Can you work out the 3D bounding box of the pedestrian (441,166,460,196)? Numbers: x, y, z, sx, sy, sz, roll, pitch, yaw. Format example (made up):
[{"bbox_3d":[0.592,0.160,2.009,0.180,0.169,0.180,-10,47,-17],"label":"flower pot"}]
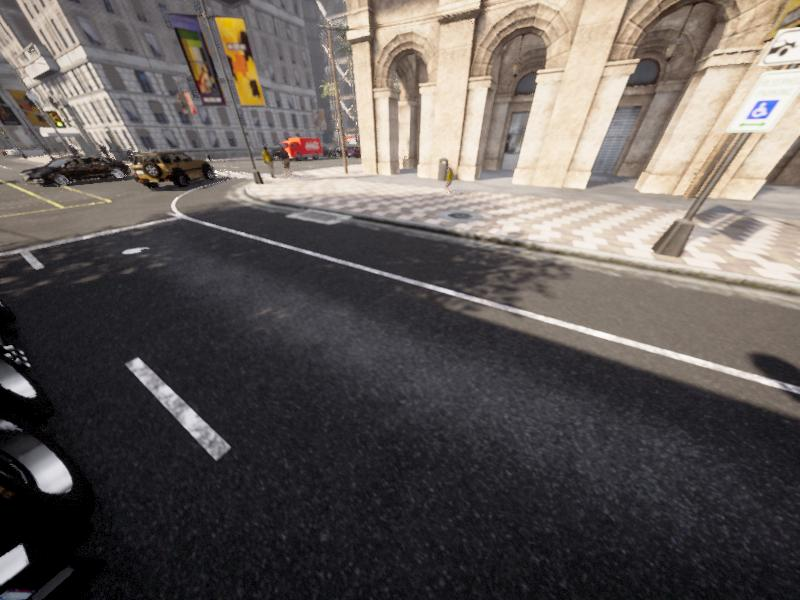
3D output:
[{"bbox_3d":[2.260,-5.370,10.421,0.500,1.100,0.500,27,43,34],"label":"pedestrian"}]

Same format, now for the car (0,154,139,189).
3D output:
[{"bbox_3d":[-21.105,-8.559,15.167,1.837,1.490,4.892,7,36,12],"label":"car"}]

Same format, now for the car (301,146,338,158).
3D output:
[{"bbox_3d":[-12.664,-23.550,36.710,2.033,1.411,5.357,18,39,24],"label":"car"}]

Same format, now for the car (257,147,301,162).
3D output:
[{"bbox_3d":[-16.304,-19.932,31.458,1.837,1.490,4.892,18,39,24],"label":"car"}]

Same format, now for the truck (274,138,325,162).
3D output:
[{"bbox_3d":[-12.930,-19.698,30.244,2.627,2.467,5.204,18,38,24],"label":"truck"}]

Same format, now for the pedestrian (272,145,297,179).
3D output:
[{"bbox_3d":[-7.450,-8.915,14.932,0.751,1.860,0.751,25,42,32],"label":"pedestrian"}]

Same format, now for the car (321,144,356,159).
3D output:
[{"bbox_3d":[-9.328,-22.964,35.623,1.930,1.638,5.238,18,39,24],"label":"car"}]

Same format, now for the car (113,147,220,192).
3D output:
[{"bbox_3d":[-13.621,-8.063,14.055,1.932,1.855,4.605,-5,35,-4],"label":"car"}]

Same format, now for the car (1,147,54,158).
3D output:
[{"bbox_3d":[-66.930,-26.663,41.609,1.812,1.442,4.674,5,35,7],"label":"car"}]

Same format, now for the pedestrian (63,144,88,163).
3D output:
[{"bbox_3d":[-37.939,-17.175,27.059,0.751,1.860,0.751,14,37,20],"label":"pedestrian"}]

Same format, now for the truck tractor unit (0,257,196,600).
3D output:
[{"bbox_3d":[-5.099,-0.312,0.797,6.516,4.208,3.053,19,39,25],"label":"truck tractor unit"}]

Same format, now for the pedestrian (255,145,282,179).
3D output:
[{"bbox_3d":[-8.467,-8.920,14.947,0.751,1.860,0.751,8,36,12],"label":"pedestrian"}]
